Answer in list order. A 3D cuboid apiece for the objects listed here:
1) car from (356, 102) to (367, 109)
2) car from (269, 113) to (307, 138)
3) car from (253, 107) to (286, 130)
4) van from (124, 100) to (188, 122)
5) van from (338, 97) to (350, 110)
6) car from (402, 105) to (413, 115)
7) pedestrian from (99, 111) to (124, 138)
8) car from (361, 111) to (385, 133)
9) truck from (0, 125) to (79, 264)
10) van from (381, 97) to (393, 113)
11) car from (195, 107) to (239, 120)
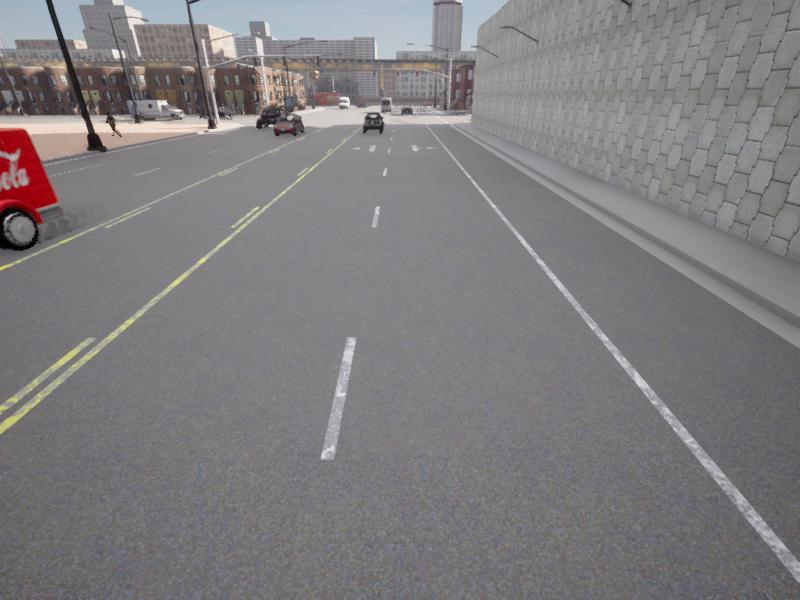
[{"bbox_3d":[-9.211,-46.736,96.190,1.994,1.385,4.181,0,27,1],"label":"car"},{"bbox_3d":[-9.235,-14.604,33.355,1.851,1.617,3.988,0,27,1],"label":"car"},{"bbox_3d":[-12.862,-17.996,39.666,1.905,1.878,3.866,0,27,0],"label":"car"},{"bbox_3d":[-31.784,-24.738,52.301,6.366,2.431,2.351,0,27,0],"label":"van"},{"bbox_3d":[-12.857,-45.174,91.885,1.988,2.561,5.915,0,27,-1],"label":"van"},{"bbox_3d":[1.192,-32.784,68.884,1.812,1.442,4.674,0,27,0],"label":"car"},{"bbox_3d":[-21.654,-13.212,30.097,0.751,1.860,0.751,7,28,14],"label":"pedestrian"},{"bbox_3d":[-2.387,-16.312,36.646,1.851,1.617,3.988,0,27,0],"label":"car"},{"bbox_3d":[-9.436,-1.670,7.238,2.627,2.467,5.204,0,27,0],"label":"truck"},{"bbox_3d":[-2.435,-36.876,75.672,1.988,2.561,5.915,0,27,1],"label":"van"},{"bbox_3d":[-25.418,-25.946,55.629,4.902,1.511,2.128,0,27,0],"label":"car"}]
